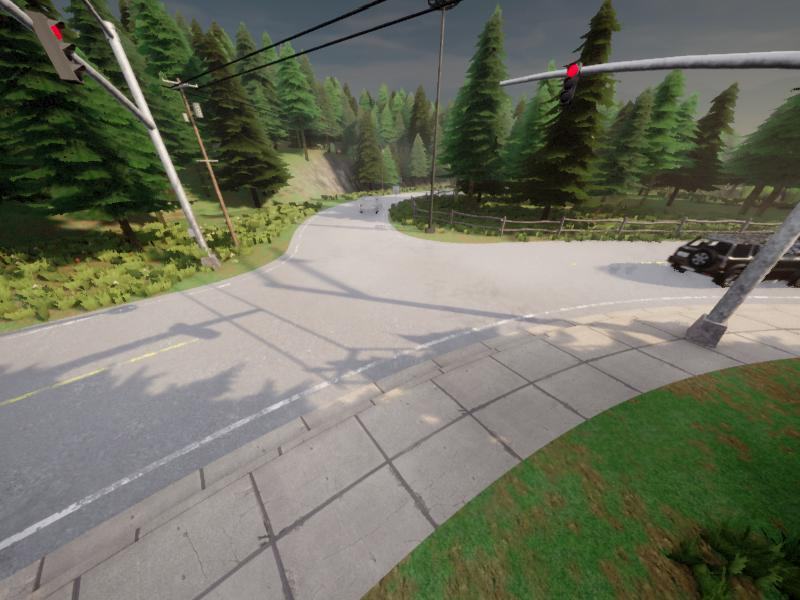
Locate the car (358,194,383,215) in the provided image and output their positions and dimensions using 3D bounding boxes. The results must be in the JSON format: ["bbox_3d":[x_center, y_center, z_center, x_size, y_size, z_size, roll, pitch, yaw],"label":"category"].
[{"bbox_3d":[-3.056,-10.238,24.652,1.812,1.442,4.674,1,30,3],"label":"car"}]

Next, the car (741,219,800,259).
[{"bbox_3d":[22.710,-3.300,12.400,4.856,1.649,2.033,1,30,1],"label":"car"}]

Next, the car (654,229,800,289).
[{"bbox_3d":[14.051,-1.700,9.374,4.605,1.855,1.932,0,30,0],"label":"car"}]
